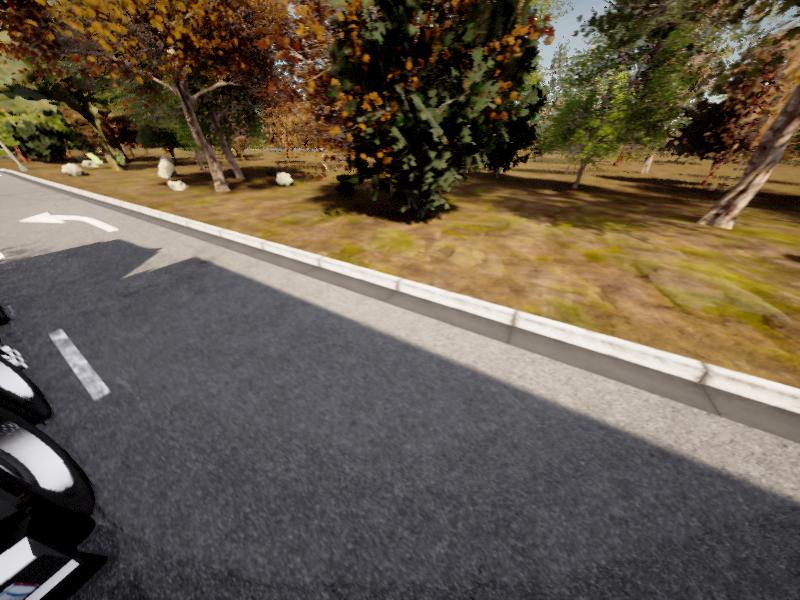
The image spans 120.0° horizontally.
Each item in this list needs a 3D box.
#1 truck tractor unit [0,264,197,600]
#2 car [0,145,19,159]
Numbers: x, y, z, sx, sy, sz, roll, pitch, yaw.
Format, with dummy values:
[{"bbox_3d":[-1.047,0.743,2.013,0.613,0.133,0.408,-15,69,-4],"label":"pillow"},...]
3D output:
[{"bbox_3d":[-5.112,-0.298,0.785,6.516,4.208,3.053,18,39,24],"label":"truck tractor unit"},{"bbox_3d":[-69.240,-24.907,38.943,1.878,1.987,4.442,9,35,13],"label":"car"}]
